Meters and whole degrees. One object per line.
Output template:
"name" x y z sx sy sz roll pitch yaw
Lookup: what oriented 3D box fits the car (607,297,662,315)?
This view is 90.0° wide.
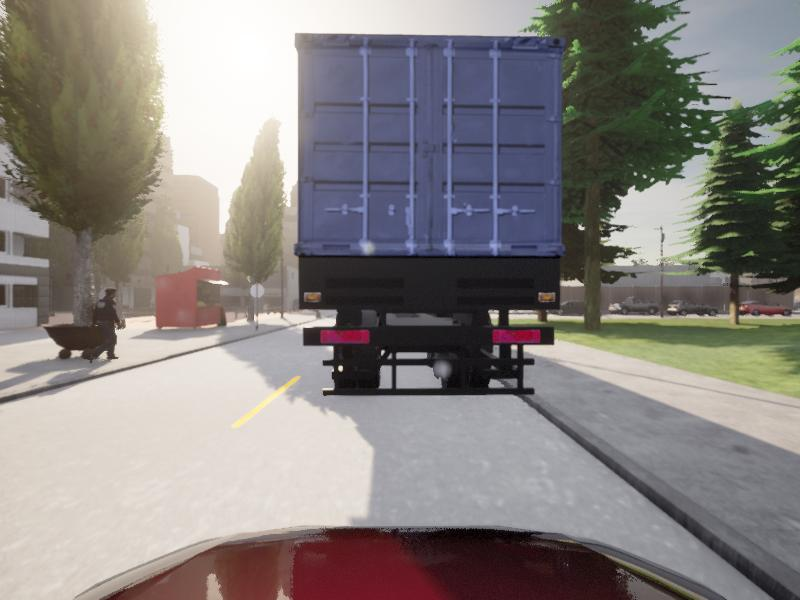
"car" 24.384 0.626 41.663 4.605 1.855 1.932 0 0 -1

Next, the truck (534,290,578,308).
"truck" 33.873 -0.159 87.043 8.468 3.827 2.891 0 0 0

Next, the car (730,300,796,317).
"car" 34.040 0.805 37.607 4.514 1.525 2.007 0 0 -2

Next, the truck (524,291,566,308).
"truck" 32.997 -0.163 91.049 8.468 3.827 2.891 0 0 0

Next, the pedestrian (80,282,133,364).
"pedestrian" -7.019 0.527 9.582 0.751 1.860 0.751 0 0 23

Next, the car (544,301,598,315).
"car" 17.779 0.818 41.676 4.892 1.490 1.837 0 0 -1

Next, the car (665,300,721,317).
"car" 27.535 0.765 37.691 3.988 1.617 1.851 0 0 0

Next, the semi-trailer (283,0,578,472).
"semi-trailer" 0.108 -0.624 10.809 2.717 4.402 14.254 0 0 -1

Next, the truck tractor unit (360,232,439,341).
"truck tractor unit" -0.093 -0.530 18.721 3.053 4.208 6.516 0 0 -1
